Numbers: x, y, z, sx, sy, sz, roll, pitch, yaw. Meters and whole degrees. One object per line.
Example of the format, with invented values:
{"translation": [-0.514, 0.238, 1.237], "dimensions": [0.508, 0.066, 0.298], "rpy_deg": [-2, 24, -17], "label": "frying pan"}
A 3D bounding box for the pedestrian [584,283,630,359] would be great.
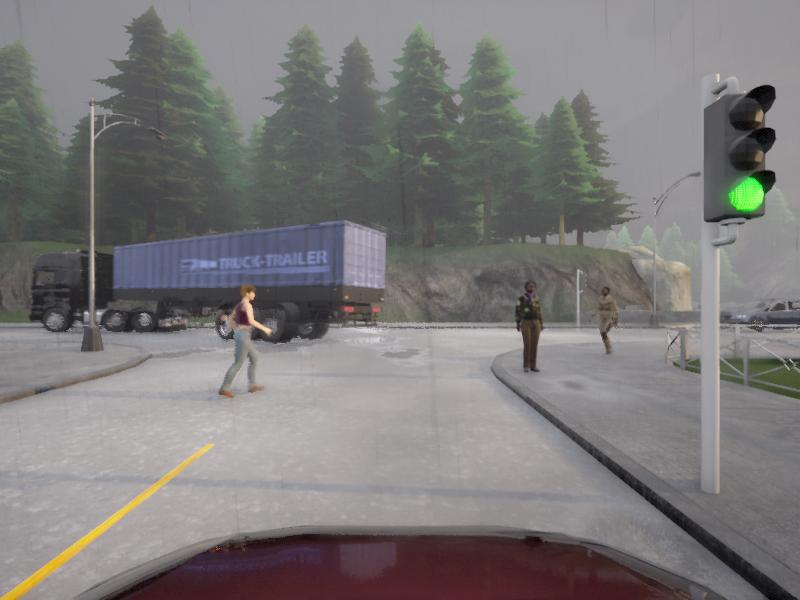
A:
{"translation": [5.329, 0.524, 10.313], "dimensions": [0.751, 1.860, 0.751], "rpy_deg": [0, 0, -29], "label": "pedestrian"}

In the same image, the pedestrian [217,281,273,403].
{"translation": [-2.567, 0.637, 6.605], "dimensions": [0.751, 1.860, 0.751], "rpy_deg": [0, 0, -31], "label": "pedestrian"}

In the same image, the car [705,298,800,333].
{"translation": [18.601, 0.757, 20.264], "dimensions": [4.611, 1.667, 2.242], "rpy_deg": [0, 0, 0], "label": "car"}

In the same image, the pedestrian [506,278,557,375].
{"translation": [2.632, 0.516, 8.060], "dimensions": [0.751, 1.860, 0.751], "rpy_deg": [0, 0, -4], "label": "pedestrian"}

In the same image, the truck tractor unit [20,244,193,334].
{"translation": [-14.495, -0.523, 20.195], "dimensions": [6.516, 4.208, 3.053], "rpy_deg": [0, 0, 1], "label": "truck tractor unit"}

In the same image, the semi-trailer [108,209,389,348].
{"translation": [-7.329, -0.633, 17.277], "dimensions": [14.254, 4.402, 2.717], "rpy_deg": [0, -2, 29], "label": "semi-trailer"}
